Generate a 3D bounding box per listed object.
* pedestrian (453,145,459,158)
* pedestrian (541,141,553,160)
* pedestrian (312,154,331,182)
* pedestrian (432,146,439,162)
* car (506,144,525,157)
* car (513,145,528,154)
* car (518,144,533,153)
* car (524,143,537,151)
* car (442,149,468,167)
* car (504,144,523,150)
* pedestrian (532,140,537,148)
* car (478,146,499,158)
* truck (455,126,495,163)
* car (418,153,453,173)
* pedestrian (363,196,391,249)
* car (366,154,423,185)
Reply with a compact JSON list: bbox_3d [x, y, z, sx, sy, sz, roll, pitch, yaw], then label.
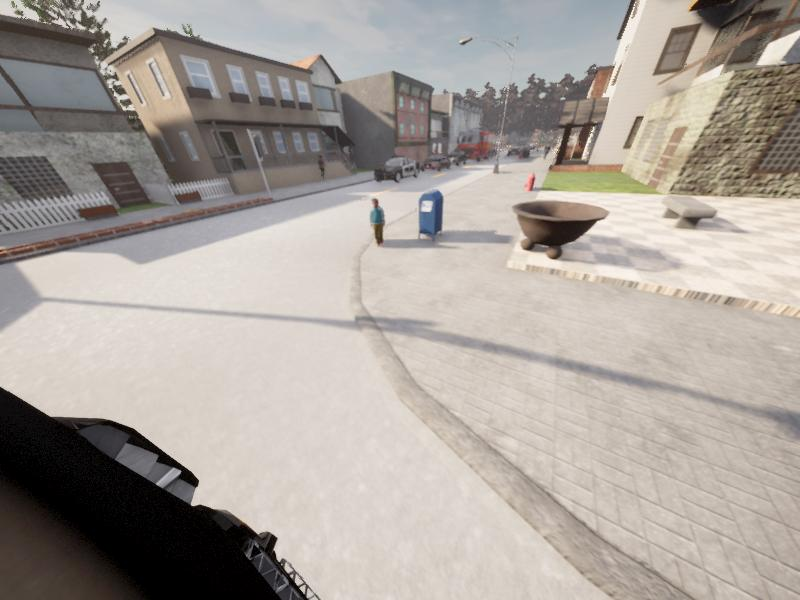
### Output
[{"bbox_3d":[9.761,-25.903,40.265,0.751,1.860,0.751,14,37,23],"label":"pedestrian"},{"bbox_3d":[16.802,-17.104,26.438,0.751,1.860,0.751,14,37,24],"label":"pedestrian"},{"bbox_3d":[-6.227,-10.555,18.454,0.751,1.860,0.751,11,36,20],"label":"pedestrian"},{"bbox_3d":[5.206,-21.531,34.052,0.751,1.860,0.751,11,36,20],"label":"pedestrian"},{"bbox_3d":[19.953,-25.787,39.798,2.038,1.542,4.974,16,38,26],"label":"car"},{"bbox_3d":[23.398,-29.170,44.749,1.994,1.385,4.181,15,38,26],"label":"car"},{"bbox_3d":[27.355,-33.143,50.386,2.033,1.411,5.357,16,38,26],"label":"car"},{"bbox_3d":[32.912,-38.651,58.182,1.812,1.442,4.674,17,39,28],"label":"car"},{"bbox_3d":[6.613,-16.899,27.470,1.789,1.549,3.705,16,38,26],"label":"car"},{"bbox_3d":[33.642,-45.617,68.748,1.895,1.301,4.718,-22,38,-26],"label":"car"},{"bbox_3d":[40.244,-46.691,69.083,0.751,1.860,0.751,25,43,35],"label":"pedestrian"},{"bbox_3d":[15.212,-25.467,39.738,2.163,1.488,4.792,16,38,26],"label":"car"},{"bbox_3d":[10.810,-22.096,32.900,2.891,3.827,8.468,16,38,26],"label":"truck"},{"bbox_3d":[3.620,-13.842,23.279,1.994,1.385,4.181,16,38,26],"label":"car"},{"bbox_3d":[-0.531,-1.859,5.567,0.500,1.100,0.500,0,34,5],"label":"pedestrian"},{"bbox_3d":[-0.220,-10.204,17.867,1.930,1.638,5.238,15,38,25],"label":"car"}]
